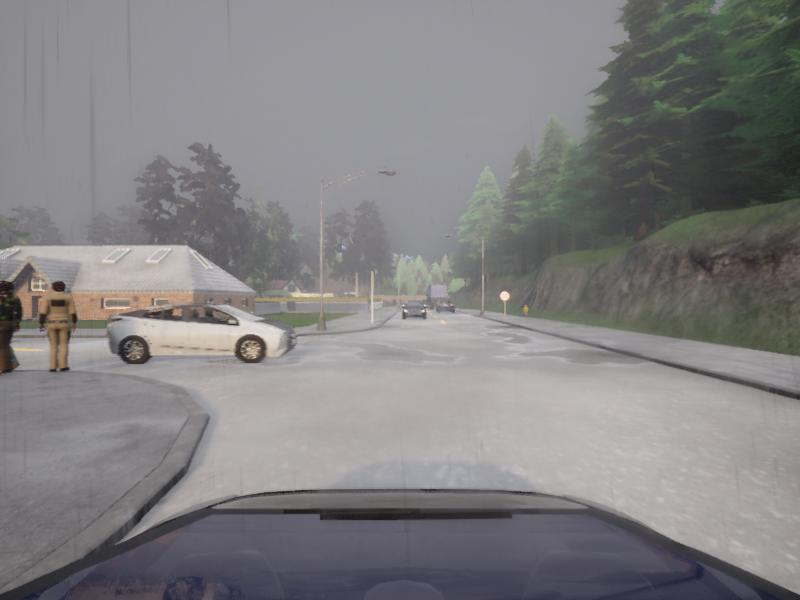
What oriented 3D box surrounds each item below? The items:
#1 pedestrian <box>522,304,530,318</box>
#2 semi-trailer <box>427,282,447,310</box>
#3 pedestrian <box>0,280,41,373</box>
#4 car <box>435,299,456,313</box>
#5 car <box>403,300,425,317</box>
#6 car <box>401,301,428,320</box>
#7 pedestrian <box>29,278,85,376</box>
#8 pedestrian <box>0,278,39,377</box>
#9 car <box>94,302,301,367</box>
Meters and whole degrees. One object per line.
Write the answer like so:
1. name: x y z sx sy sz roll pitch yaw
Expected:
1. pedestrian: 10.177 0.910 32.355 0.500 1.100 0.500 0 0 8
2. semi-trailer: 6.434 -0.622 70.983 2.717 4.402 14.254 0 0 2
3. pedestrian: -8.180 0.527 8.358 0.751 1.860 0.751 0 0 20
4. car: 5.801 0.754 51.659 2.242 1.667 4.611 0 0 2
5. car: 1.450 0.780 40.946 2.152 1.651 5.027 0 0 2
6. car: 1.217 0.825 33.847 2.038 1.542 4.974 0 0 2
7. pedestrian: -6.945 0.518 8.146 0.751 1.860 0.751 0 0 -30
8. pedestrian: -7.832 0.518 7.890 0.751 1.860 0.751 0 0 -2
9. car: -5.125 0.830 10.684 4.514 1.525 2.007 0 0 -3
